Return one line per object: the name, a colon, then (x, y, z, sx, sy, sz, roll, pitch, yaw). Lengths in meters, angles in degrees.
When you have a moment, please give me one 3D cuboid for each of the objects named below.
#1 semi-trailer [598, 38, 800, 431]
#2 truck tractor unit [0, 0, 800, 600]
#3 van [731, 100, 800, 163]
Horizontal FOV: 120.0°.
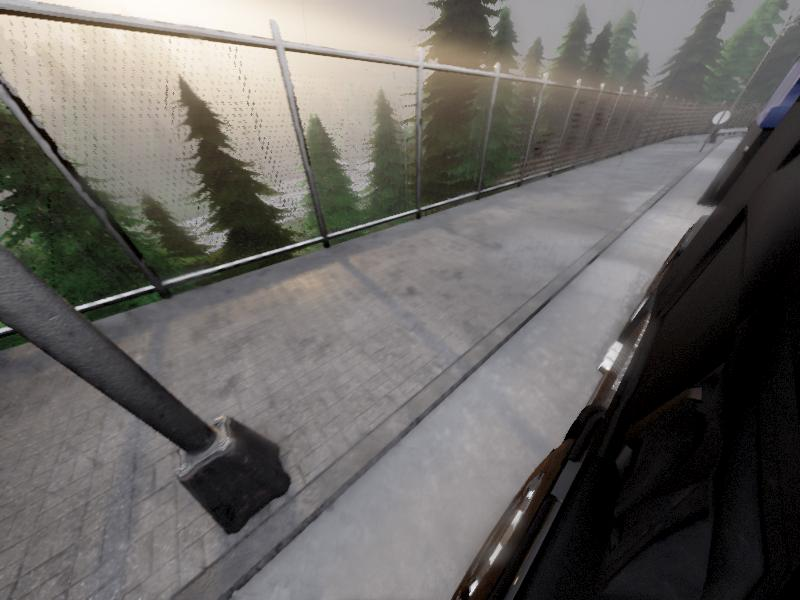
semi-trailer: (8.715, -3.584, 4.228, 14.254, 4.402, 2.717, -28, 44, -30)
truck tractor unit: (2.645, -0.295, 0.351, 6.516, 4.208, 3.053, -28, 44, -30)
van: (21.918, -9.831, 13.400, 5.915, 2.561, 1.988, -28, 44, -30)
